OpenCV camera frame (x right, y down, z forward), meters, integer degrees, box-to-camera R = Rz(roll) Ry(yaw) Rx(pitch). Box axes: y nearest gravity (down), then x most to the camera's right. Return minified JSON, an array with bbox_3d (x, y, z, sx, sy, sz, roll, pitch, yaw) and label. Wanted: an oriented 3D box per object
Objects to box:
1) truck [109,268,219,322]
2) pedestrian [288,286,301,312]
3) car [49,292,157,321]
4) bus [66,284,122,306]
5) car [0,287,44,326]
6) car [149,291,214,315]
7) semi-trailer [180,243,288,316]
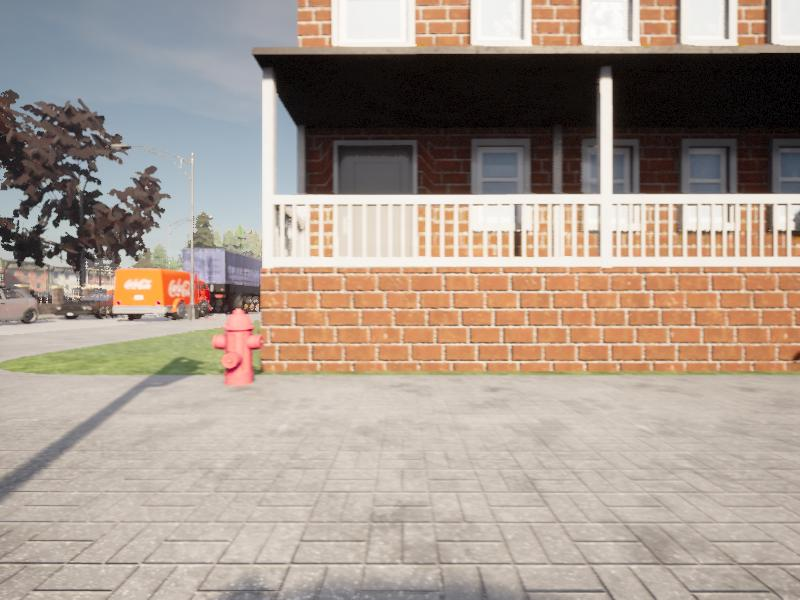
[{"bbox_3d":[-11.966,-0.231,20.865,2.627,2.467,5.204,0,0,0],"label":"truck"},{"bbox_3d":[-7.526,-0.070,28.477,0.751,1.860,0.751,0,0,0],"label":"pedestrian"},{"bbox_3d":[-16.008,0.307,22.043,2.033,1.411,5.357,0,0,0],"label":"car"},{"bbox_3d":[-64.900,-0.998,85.316,3.944,4.253,10.273,0,0,0],"label":"bus"},{"bbox_3d":[-16.144,0.239,15.333,1.845,1.501,3.633,0,0,-1],"label":"car"},{"bbox_3d":[-15.855,0.214,29.399,1.801,1.575,5.366,0,0,1],"label":"car"},{"bbox_3d":[-11.967,-1.209,31.203,2.717,4.402,14.254,0,0,-1],"label":"semi-trailer"}]
